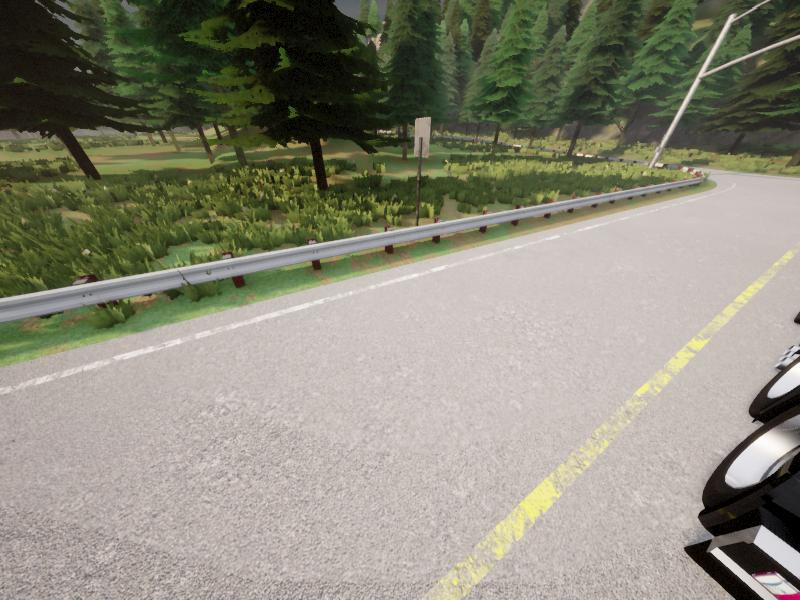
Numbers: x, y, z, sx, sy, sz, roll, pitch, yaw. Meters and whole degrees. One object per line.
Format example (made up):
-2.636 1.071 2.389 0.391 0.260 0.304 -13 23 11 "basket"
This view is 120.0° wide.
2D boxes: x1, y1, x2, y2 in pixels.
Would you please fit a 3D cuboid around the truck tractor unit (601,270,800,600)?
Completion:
5.120 -0.292 0.768 6.516 4.208 3.053 -18 39 -24 "truck tractor unit"

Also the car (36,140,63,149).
-87.388 -38.848 57.586 3.866 1.878 1.905 9 36 13 "car"
